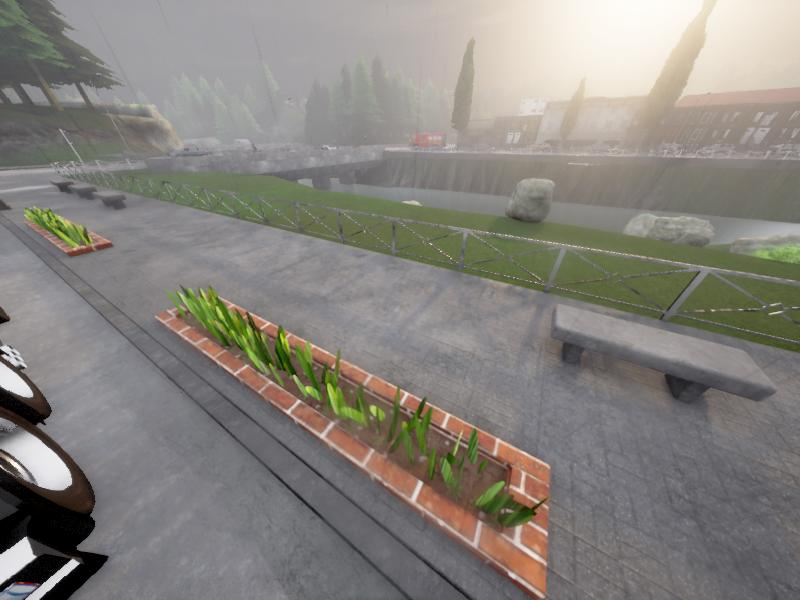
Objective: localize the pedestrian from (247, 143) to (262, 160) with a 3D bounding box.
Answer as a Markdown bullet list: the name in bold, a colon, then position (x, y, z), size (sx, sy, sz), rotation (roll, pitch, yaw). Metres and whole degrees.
- **pedestrian**: position (-18.734, -19.135, 29.745), size (0.751, 1.860, 0.751), rotation (18, 39, 24)

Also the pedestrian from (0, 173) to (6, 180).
- **pedestrian**: position (-27.320, -8.827, 15.000), size (0.751, 1.860, 0.751), rotation (11, 37, 16)

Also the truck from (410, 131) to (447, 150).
- **truck**: position (6.978, -39.534, 57.337), size (8.468, 3.827, 2.891), rotation (18, 39, 25)

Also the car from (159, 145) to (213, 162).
- **car**: position (-28.678, -19.771, 31.122), size (2.242, 1.667, 4.611), rotation (18, 39, 24)

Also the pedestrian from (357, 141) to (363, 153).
- **pedestrian**: position (-7.842, -29.970, 45.216), size (0.751, 1.860, 0.751), rotation (-29, 44, -34)

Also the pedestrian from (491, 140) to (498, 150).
- **pedestrian**: position (22.164, -36.330, 54.119), size (0.751, 1.860, 0.751), rotation (-5, 35, -6)

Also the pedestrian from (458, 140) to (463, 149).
- **pedestrian**: position (15.287, -39.536, 58.756), size (0.751, 1.860, 0.751), rotation (27, 43, 33)

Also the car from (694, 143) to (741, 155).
- **car**: position (50.854, -24.256, 37.138), size (3.806, 1.475, 1.970), rotation (18, 39, 25)

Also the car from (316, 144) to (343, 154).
- **car**: position (-13.782, -29.954, 45.748), size (2.038, 1.542, 4.974), rotation (18, 39, 24)

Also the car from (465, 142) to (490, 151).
- **car**: position (17.700, -35.123, 52.850), size (4.856, 1.649, 2.033), rotation (18, 39, 24)

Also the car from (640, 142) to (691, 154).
- **car**: position (45.397, -26.104, 39.686), size (5.238, 1.638, 1.930), rotation (18, 39, 24)

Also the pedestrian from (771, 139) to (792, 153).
- **pedestrian**: position (62.702, -25.296, 38.008), size (0.751, 1.860, 0.751), rotation (17, 39, 23)

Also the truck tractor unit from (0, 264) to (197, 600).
- **truck tractor unit**: position (-5.112, -0.300, 0.779), size (6.516, 4.208, 3.053), rotation (18, 39, 24)

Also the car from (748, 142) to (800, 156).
- **car**: position (56.814, -22.384, 34.263), size (5.238, 1.638, 1.930), rotation (18, 39, 24)

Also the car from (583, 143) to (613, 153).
- **car**: position (37.236, -28.693, 43.607), size (3.806, 1.475, 1.970), rotation (18, 39, 24)

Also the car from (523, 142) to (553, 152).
- **car**: position (28.443, -31.619, 47.746), size (5.027, 1.651, 2.152), rotation (18, 39, 24)
